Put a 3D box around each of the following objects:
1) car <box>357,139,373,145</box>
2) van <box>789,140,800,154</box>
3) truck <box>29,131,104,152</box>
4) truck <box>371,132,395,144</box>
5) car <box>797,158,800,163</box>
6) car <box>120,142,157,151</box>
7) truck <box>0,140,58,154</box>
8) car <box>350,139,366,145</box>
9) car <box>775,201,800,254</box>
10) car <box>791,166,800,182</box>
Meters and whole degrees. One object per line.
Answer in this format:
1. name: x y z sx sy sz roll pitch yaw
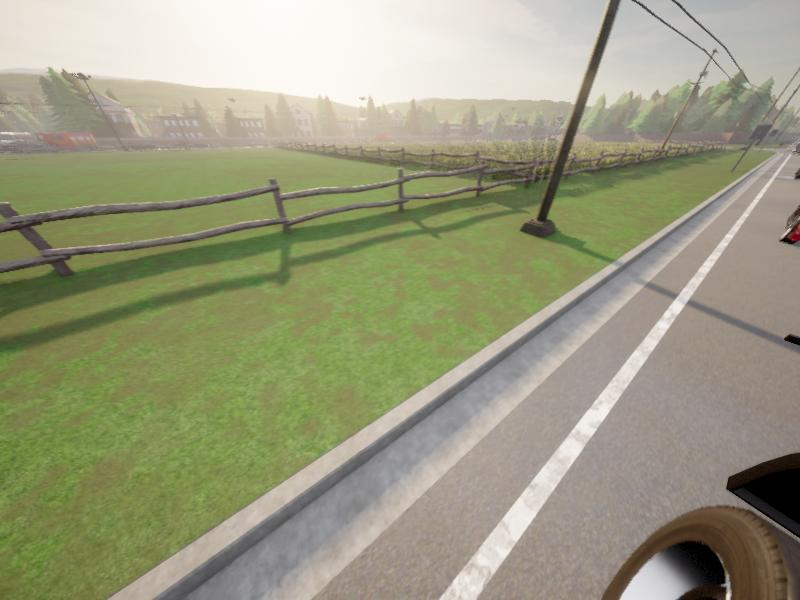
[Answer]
1. car: -12.304 -55.526 81.268 5.366 1.575 1.801 -22 41 -28
2. van: 54.621 -20.486 30.501 4.480 2.038 2.069 -29 45 -34
3. truck: -74.978 -35.959 52.311 8.468 3.827 2.891 -22 41 -28
4. truck: -6.289 -61.366 87.479 8.468 3.827 2.891 -22 41 -28
5. car: 39.681 -13.705 21.557 4.792 1.488 2.163 -22 41 -28
6. car: -60.893 -35.855 53.902 5.238 1.638 1.930 -22 41 -28
7. truck: -77.311 -31.843 48.010 6.274 2.098 2.390 -22 41 -28
8. car: -15.127 -56.836 83.160 5.008 1.535 1.882 -22 41 -28
9. car: 11.253 -2.014 5.436 4.181 1.385 1.994 -22 41 -28
10. car: 25.350 -7.893 13.374 5.027 1.651 2.152 -22 41 -28
